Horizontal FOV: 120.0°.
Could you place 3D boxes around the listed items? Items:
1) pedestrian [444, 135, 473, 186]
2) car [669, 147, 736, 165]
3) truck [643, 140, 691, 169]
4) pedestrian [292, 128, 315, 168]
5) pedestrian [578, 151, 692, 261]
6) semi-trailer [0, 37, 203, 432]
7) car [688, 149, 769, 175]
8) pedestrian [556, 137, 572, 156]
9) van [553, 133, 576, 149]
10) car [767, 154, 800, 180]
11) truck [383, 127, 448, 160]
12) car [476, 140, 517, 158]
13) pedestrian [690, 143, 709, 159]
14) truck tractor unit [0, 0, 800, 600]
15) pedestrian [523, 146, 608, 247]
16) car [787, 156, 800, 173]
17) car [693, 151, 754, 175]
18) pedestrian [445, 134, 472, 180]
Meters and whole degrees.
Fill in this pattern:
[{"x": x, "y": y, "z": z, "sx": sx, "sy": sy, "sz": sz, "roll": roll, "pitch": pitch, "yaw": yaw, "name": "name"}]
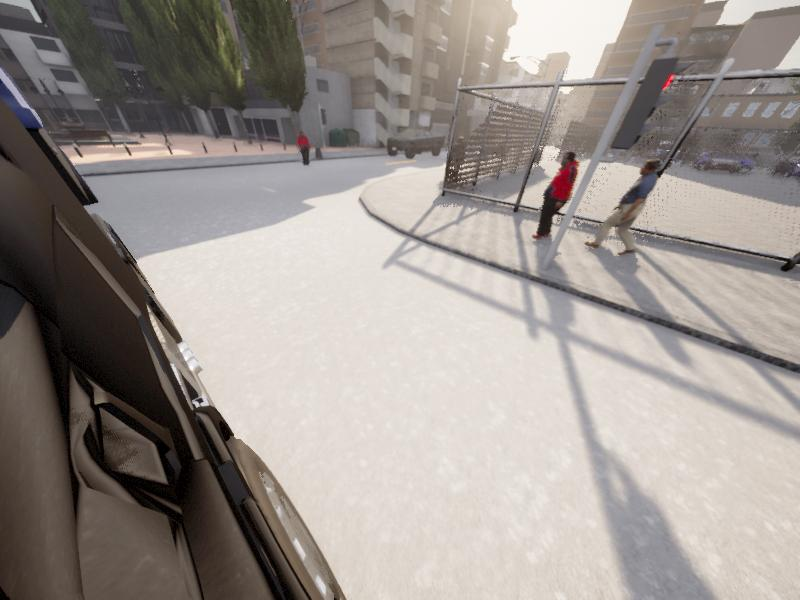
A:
[{"x": 2.637, "y": -6.299, "z": 10.434, "sx": 0.751, "sy": 1.860, "sz": 0.751, "roll": 20, "pitch": 40, "yaw": 21, "name": "pedestrian"}, {"x": 38.831, "y": -18.702, "z": 29.865, "sx": 4.902, "sy": 1.511, "sz": 2.128, "roll": 27, "pitch": 43, "yaw": 28, "name": "car"}, {"x": 26.134, "y": -14.467, "z": 22.834, "sx": 2.069, "sy": 2.038, "sz": 4.478, "roll": 28, "pitch": 43, "yaw": 29, "name": "truck"}, {"x": -5.564, "y": -8.813, "z": 13.417, "sx": 0.751, "sy": 1.860, "sz": 0.751, "roll": -17, "pitch": 41, "yaw": -24, "name": "pedestrian"}, {"x": 4.633, "y": -1.882, "z": 4.694, "sx": 0.751, "sy": 1.860, "sz": 0.751, "roll": -25, "pitch": 45, "yaw": -32, "name": "pedestrian"}, {"x": -8.741, "y": -3.587, "z": 4.167, "sx": 14.254, "sy": 4.402, "sz": 2.717, "roll": 28, "pitch": 44, "yaw": 29, "name": "semi-trailer"}, {"x": 29.152, "y": -12.430, "z": 20.728, "sx": 3.705, "sy": 1.547, "sz": 1.789, "roll": 28, "pitch": 43, "yaw": 29, "name": "car"}, {"x": 19.555, "y": -18.345, "z": 27.597, "sx": 0.751, "sy": 1.860, "sz": 0.751, "roll": -24, "pitch": 45, "yaw": -31, "name": "pedestrian"}, {"x": 35.322, "y": -34.165, "z": 49.597, "sx": 2.351, "sy": 2.431, "sz": 6.366, "roll": 28, "pitch": 44, "yaw": 29, "name": "van"}, {"x": 32.952, "y": -10.867, "z": 18.920, "sx": 1.845, "sy": 1.501, "sz": 3.633, "roll": 28, "pitch": 43, "yaw": 29, "name": "car"}, {"x": 1.511, "y": -14.166, "z": 20.848, "sx": 2.390, "sy": 2.098, "sz": 6.274, "roll": 27, "pitch": 43, "yaw": 29, "name": "truck"}, {"x": 10.586, "y": -16.479, "z": 25.117, "sx": 2.033, "sy": 1.411, "sz": 5.357, "roll": 28, "pitch": 44, "yaw": 30, "name": "car"}, {"x": 42.929, "y": -21.325, "z": 33.122, "sx": 0.751, "sy": 1.860, "sz": 0.751, "roll": 25, "pitch": 42, "yaw": 27, "name": "pedestrian"}, {"x": -2.645, "y": -0.295, "z": 0.352, "sx": 6.516, "sy": 4.208, "sz": 3.053, "roll": 28, "pitch": 44, "yaw": 30, "name": "truck tractor unit"}, {"x": 3.486, "y": -2.248, "z": 5.104, "sx": 0.751, "sy": 1.860, "sz": 0.751, "roll": 14, "pitch": 38, "yaw": 15, "name": "pedestrian"}, {"x": 43.345, "y": -13.185, "z": 22.830, "sx": 4.902, "sy": 1.511, "sz": 2.128, "roll": 28, "pitch": 44, "yaw": 30, "name": "car"}, {"x": 29.075, "y": -12.536, "z": 20.983, "sx": 2.033, "sy": 1.415, "sz": 5.357, "roll": 28, "pitch": 43, "yaw": 29, "name": "car"}, {"x": 2.907, "y": -7.187, "z": 11.632, "sx": 0.751, "sy": 1.860, "sz": 0.751, "roll": 28, "pitch": 43, "yaw": 29, "name": "pedestrian"}]
